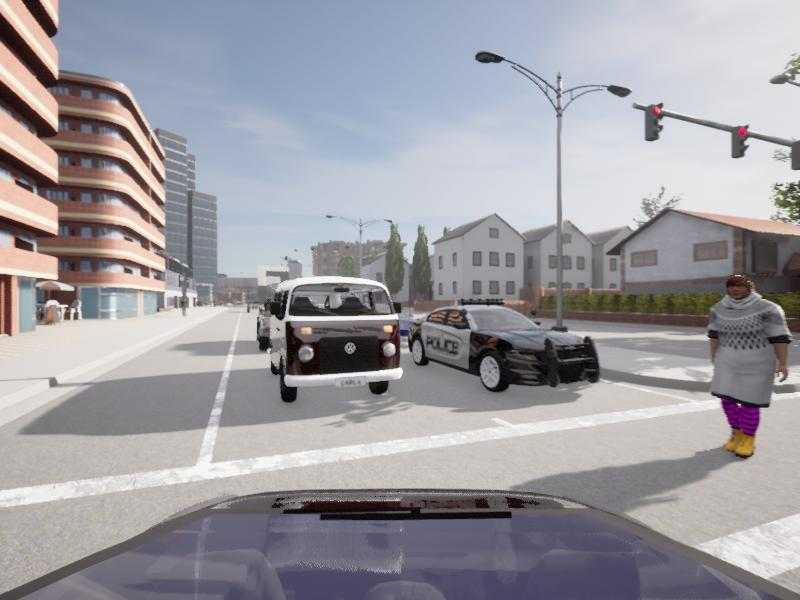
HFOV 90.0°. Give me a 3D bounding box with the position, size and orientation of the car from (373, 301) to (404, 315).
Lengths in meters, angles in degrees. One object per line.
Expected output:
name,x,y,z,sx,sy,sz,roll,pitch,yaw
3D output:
car,-1.480,0.898,48.841,2.152,1.651,5.027,0,0,-21

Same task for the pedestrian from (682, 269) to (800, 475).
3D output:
pedestrian,3.517,0.649,4.106,0.751,1.860,0.751,0,0,-27

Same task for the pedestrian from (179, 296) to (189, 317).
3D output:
pedestrian,-18.884,0.567,34.968,0.751,1.860,0.751,0,0,-23

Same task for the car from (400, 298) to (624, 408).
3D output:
car,1.866,0.794,8.741,1.930,1.638,5.238,0,0,-22

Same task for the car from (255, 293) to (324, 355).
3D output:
car,-4.108,0.684,14.333,1.932,1.855,4.605,0,1,-21

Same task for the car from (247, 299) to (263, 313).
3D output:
car,-20.322,0.780,55.860,1.932,1.855,4.605,0,1,-21

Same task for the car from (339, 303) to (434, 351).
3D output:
car,-0.737,0.889,15.315,2.163,1.488,4.792,0,0,-21

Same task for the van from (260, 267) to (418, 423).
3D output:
van,-1.507,0.591,7.663,2.069,2.038,4.480,0,0,-21
